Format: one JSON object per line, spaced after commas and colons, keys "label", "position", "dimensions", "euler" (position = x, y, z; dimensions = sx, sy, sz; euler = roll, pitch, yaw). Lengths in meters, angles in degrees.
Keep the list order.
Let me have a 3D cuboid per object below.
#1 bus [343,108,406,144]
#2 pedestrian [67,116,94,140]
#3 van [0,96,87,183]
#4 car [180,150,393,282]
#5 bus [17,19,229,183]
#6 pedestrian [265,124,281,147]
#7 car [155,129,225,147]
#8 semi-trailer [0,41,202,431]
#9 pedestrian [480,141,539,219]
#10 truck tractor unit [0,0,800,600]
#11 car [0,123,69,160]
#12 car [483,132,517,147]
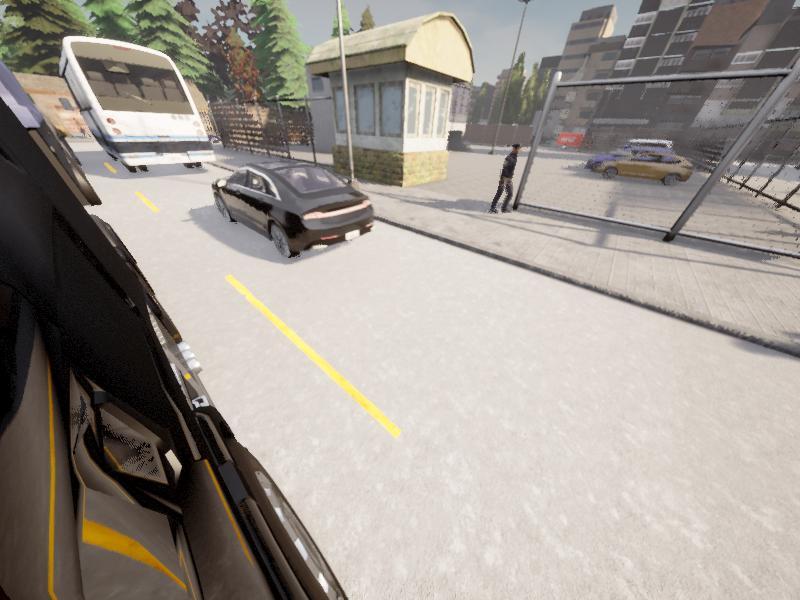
{"label": "bus", "position": [-3.892, -28.803, 38.503], "dimensions": [3.944, 4.253, 10.273], "euler": [28, 44, 30]}
{"label": "pedestrian", "position": [-31.653, -17.046, 22.876], "dimensions": [0.751, 1.860, 0.751], "euler": [27, 43, 29]}
{"label": "van", "position": [-16.149, -7.023, 9.991], "dimensions": [5.915, 2.561, 1.988], "euler": [29, 44, 31]}
{"label": "car", "position": [-2.715, -2.379, 5.397], "dimensions": [4.902, 1.511, 2.128], "euler": [28, 44, 30]}
{"label": "bus", "position": [-13.727, -9.322, 11.768], "dimensions": [10.273, 4.253, 3.944], "euler": [28, 44, 31]}
{"label": "pedestrian", "position": [-13.013, -16.918, 23.785], "dimensions": [0.751, 1.860, 0.751], "euler": [28, 44, 30]}
{"label": "car", "position": [-20.850, -16.334, 23.242], "dimensions": [1.895, 1.301, 4.718], "euler": [20, 40, 22]}
{"label": "semi-trailer", "position": [-8.720, -3.580, 4.220], "dimensions": [14.254, 4.402, 2.717], "euler": [28, 44, 30]}
{"label": "pedestrian", "position": [3.071, -3.445, 6.660], "dimensions": [0.751, 1.860, 0.751], "euler": [-21, 43, -28]}
{"label": "truck tractor unit", "position": [-2.645, -0.295, 0.352], "dimensions": [6.516, 4.208, 3.053], "euler": [28, 44, 30]}
{"label": "car", "position": [-22.076, -9.385, 13.626], "dimensions": [3.705, 1.549, 1.789], "euler": [20, 40, 23]}
{"label": "car", "position": [20.039, -32.389, 46.572], "dimensions": [5.566, 2.045, 2.150], "euler": [28, 44, 30]}
